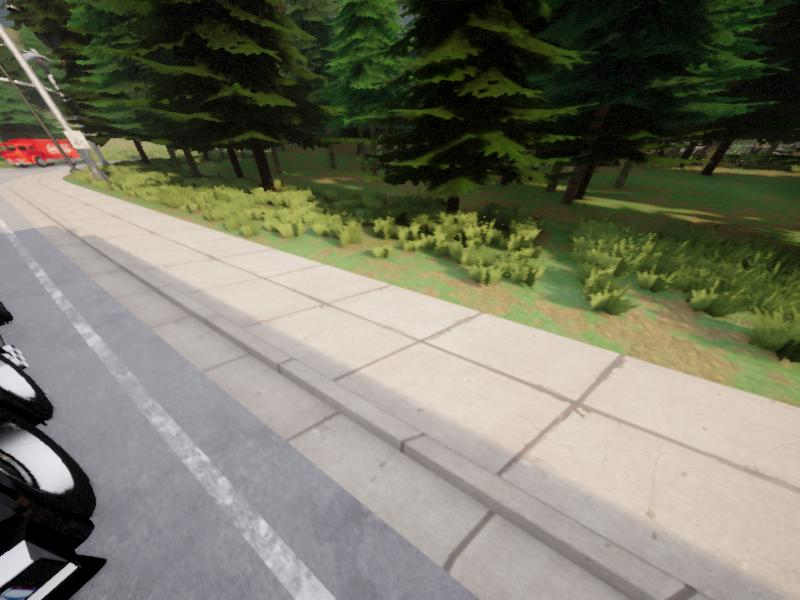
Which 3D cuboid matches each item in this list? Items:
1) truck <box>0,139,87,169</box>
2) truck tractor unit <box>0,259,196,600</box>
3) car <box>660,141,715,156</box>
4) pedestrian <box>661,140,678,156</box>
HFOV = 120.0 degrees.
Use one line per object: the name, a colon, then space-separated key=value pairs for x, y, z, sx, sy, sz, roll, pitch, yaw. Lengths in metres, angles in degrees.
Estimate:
truck: x=-38.458 y=-15.670 z=24.673 sx=2.627 sy=2.467 sz=5.204 roll=-4 pitch=35 yaw=-6
truck tractor unit: x=-5.103 y=-0.309 z=0.790 sx=6.516 sy=4.208 sz=3.053 roll=19 pitch=39 yaw=24
car: x=43.224 y=-22.912 z=34.910 sx=4.605 sy=1.855 sz=1.932 roll=20 pitch=40 yaw=26
pedestrian: x=38.499 y=-21.806 z=33.065 sx=0.751 sy=1.860 sz=0.751 roll=22 pitch=40 yaw=28
